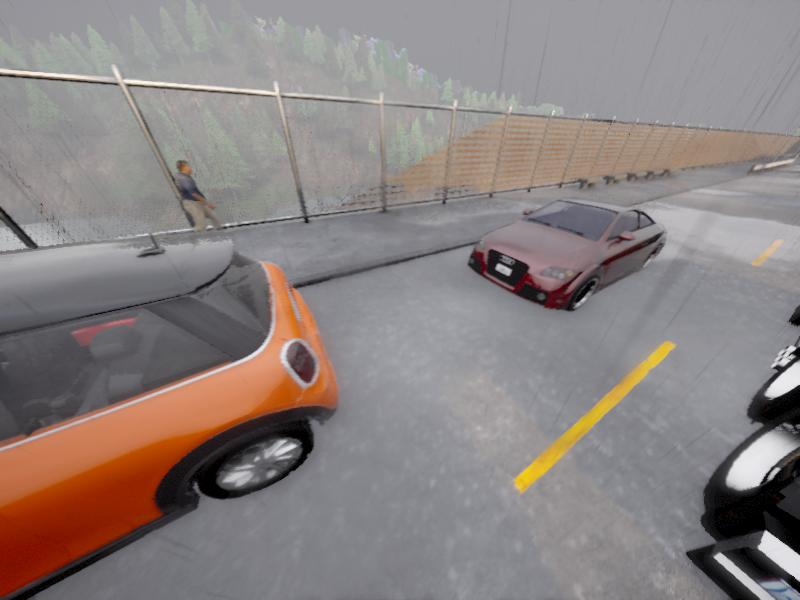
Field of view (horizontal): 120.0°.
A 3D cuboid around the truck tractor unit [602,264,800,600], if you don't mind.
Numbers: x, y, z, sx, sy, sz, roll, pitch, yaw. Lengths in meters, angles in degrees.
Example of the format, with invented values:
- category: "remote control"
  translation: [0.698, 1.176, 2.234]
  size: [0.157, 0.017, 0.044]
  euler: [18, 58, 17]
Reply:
- category: "truck tractor unit"
  translation: [5.111, -0.299, 0.792]
  size: [6.516, 4.208, 3.053]
  euler: [-18, 39, -24]

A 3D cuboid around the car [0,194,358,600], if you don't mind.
- category: "car"
  translation: [-2.879, 0.683, 1.434]
  size: [4.553, 1.767, 2.097]
  euler: [-18, 39, -24]

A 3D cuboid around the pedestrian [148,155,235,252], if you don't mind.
- category: "pedestrian"
  translation: [-4.565, -2.180, 5.254]
  size: [0.751, 1.860, 0.751]
  euler: [-18, 39, -25]

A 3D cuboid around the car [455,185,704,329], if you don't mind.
- category: "car"
  translation: [3.465, -1.220, 4.614]
  size: [4.181, 1.385, 1.994]
  euler: [-18, 39, -25]
